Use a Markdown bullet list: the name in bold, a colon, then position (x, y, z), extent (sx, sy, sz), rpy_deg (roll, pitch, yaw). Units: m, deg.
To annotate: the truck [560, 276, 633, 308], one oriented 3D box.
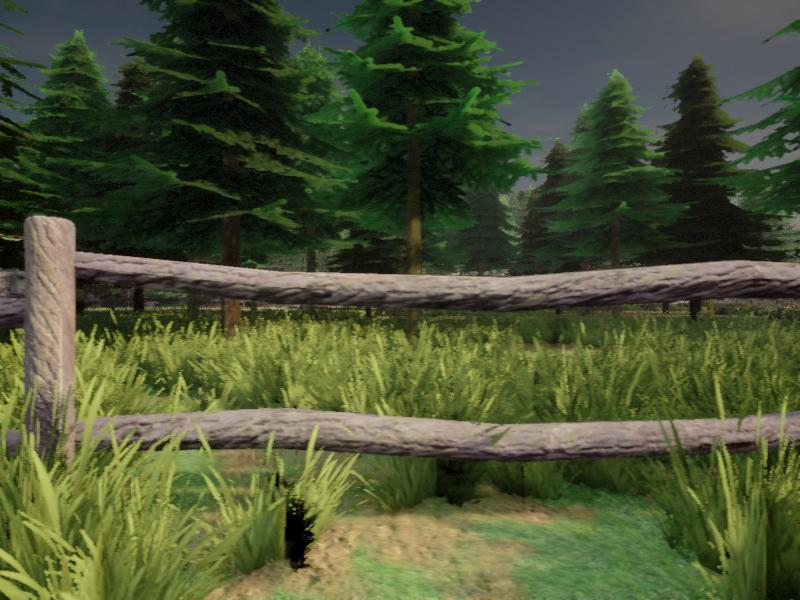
- **truck**: position (24.866, -0.926, 50.640), extent (8.468, 3.827, 2.891), rpy_deg (0, 0, -16)
